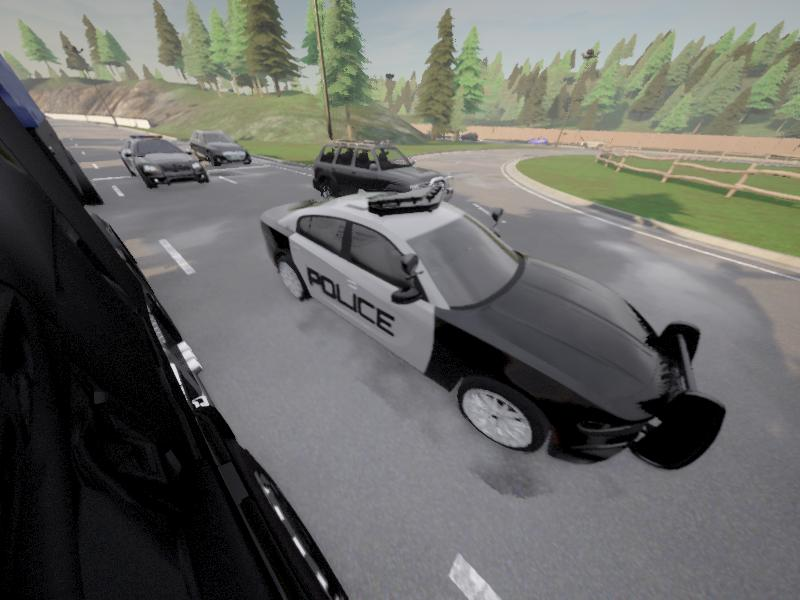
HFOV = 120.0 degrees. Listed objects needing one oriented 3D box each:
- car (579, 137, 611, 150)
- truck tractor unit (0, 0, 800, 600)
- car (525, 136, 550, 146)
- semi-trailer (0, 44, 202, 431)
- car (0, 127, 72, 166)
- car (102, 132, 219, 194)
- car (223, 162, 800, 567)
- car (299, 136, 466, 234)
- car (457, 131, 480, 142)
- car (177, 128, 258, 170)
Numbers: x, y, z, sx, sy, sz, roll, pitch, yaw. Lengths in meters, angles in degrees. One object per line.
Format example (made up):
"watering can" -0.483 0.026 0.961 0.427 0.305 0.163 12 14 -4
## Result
"car" 40.212 -32.361 47.713 4.605 1.855 1.932 28 44 30
"truck tractor unit" -2.645 -0.295 0.351 6.516 4.208 3.053 28 44 30
"car" 31.699 -36.705 53.344 4.514 1.525 2.007 28 44 30
"semi-trailer" -8.699 -3.600 4.234 14.254 4.402 2.717 28 44 30
"car" -19.917 -8.386 12.481 4.181 1.385 1.994 29 44 30
"car" -9.879 -5.796 9.498 4.974 1.542 2.038 28 44 30
"car" 0.209 -0.451 2.892 5.238 1.638 1.930 28 44 30
"car" -0.708 -3.764 7.064 4.605 1.855 1.932 27 43 30
"car" 16.470 -39.488 55.777 4.605 1.855 1.932 28 44 30
"car" -10.922 -9.132 13.809 4.856 1.649 2.033 28 44 30
